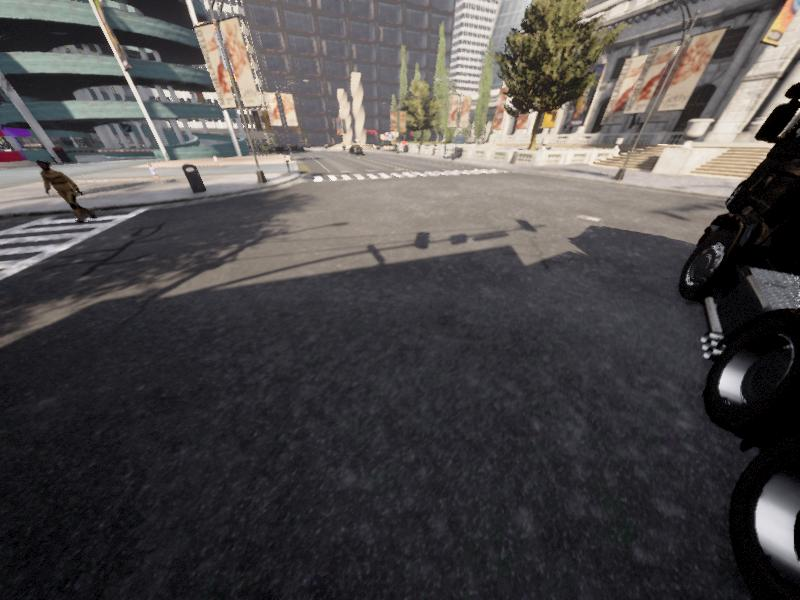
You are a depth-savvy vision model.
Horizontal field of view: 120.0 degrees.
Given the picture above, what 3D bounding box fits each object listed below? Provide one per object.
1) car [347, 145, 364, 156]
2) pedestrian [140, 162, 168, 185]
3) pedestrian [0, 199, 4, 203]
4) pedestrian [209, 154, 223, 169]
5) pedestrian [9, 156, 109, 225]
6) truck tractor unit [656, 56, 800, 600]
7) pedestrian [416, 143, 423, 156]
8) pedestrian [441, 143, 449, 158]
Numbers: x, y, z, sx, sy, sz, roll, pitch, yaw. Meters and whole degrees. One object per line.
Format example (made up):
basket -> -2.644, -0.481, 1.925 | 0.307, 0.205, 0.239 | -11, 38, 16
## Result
car -> -8.229, -27.842, 42.965 | 1.851, 1.617, 3.988 | -16, 38, -21
pedestrian -> -13.993, -7.211, 13.163 | 0.500, 1.100, 0.500 | -5, 35, -8
pedestrian -> -16.491, -4.495, 8.544 | 0.751, 1.860, 0.751 | -6, 35, -8
pedestrian -> -16.551, -12.514, 20.840 | 0.500, 1.100, 0.500 | -8, 35, -11
pedestrian -> -10.575, -3.436, 7.304 | 0.751, 1.860, 0.751 | -11, 36, -16
truck tractor unit -> 4.726, -0.570, 1.175 | 3.053, 4.208, 6.516 | 27, 43, 33
pedestrian -> 3.364, -26.070, 39.911 | 0.751, 1.860, 0.751 | -12, 37, -18
pedestrian -> 6.748, -22.536, 34.802 | 0.751, 1.860, 0.751 | -9, 36, -13
